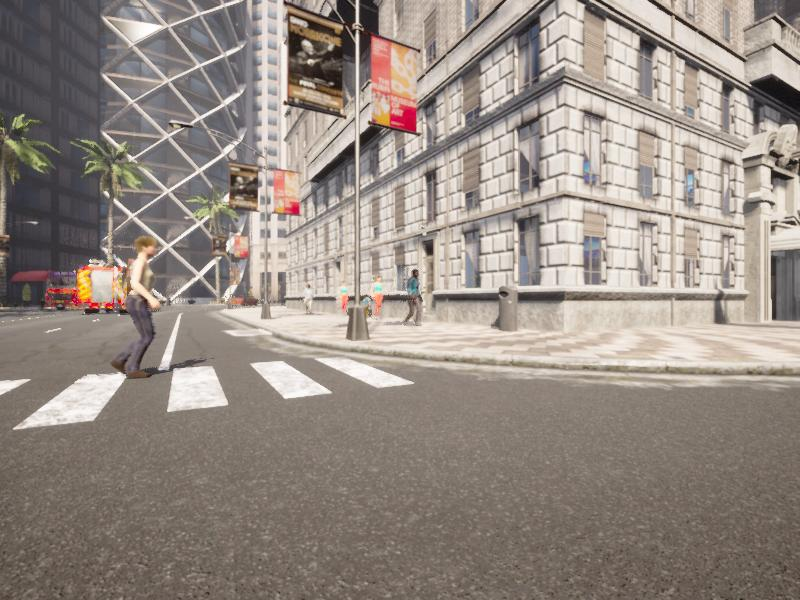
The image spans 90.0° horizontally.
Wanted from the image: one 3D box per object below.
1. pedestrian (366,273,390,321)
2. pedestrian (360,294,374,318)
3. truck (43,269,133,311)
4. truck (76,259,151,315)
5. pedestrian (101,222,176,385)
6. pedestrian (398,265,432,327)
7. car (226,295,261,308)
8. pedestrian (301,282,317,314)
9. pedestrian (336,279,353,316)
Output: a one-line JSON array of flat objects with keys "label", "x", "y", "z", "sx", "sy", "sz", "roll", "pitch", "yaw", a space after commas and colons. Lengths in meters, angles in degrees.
[{"label": "pedestrian", "x": -0.886, "y": -0.115, "z": 16.130, "sx": 0.751, "sy": 1.860, "sz": 0.751, "roll": 0, "pitch": 0, "yaw": -26}, {"label": "pedestrian", "x": -1.564, "y": 0.265, "z": 18.924, "sx": 0.500, "sy": 1.100, "sz": 0.500, "roll": 0, "pitch": 0, "yaw": -28}, {"label": "truck", "x": -31.349, "y": -0.918, "z": 40.790, "sx": 2.891, "sy": 3.827, "sz": 8.468, "roll": 0, "pitch": 0, "yaw": -4}, {"label": "truck", "x": -22.389, "y": -0.919, "z": 31.811, "sx": 2.891, "sy": 3.827, "sz": 8.468, "roll": 0, "pitch": 0, "yaw": -22}, {"label": "pedestrian", "x": -3.281, "y": 0.038, "z": 5.085, "sx": 0.751, "sy": 1.860, "sz": 0.751, "roll": 0, "pitch": 0, "yaw": -30}, {"label": "pedestrian", "x": 0.453, "y": -0.115, "z": 12.422, "sx": 0.751, "sy": 1.860, "sz": 0.751, "roll": 0, "pitch": 0, "yaw": -37}, {"label": "car", "x": -20.488, "y": 0.184, "z": 52.633, "sx": 2.152, "sy": 1.651, "sz": 5.027, "roll": 0, "pitch": 0, "yaw": 9}, {"label": "pedestrian", "x": -5.432, "y": -0.114, "z": 23.869, "sx": 0.751, "sy": 1.860, "sz": 0.751, "roll": 0, "pitch": 0, "yaw": -28}, {"label": "pedestrian", "x": -2.863, "y": -0.114, "z": 20.469, "sx": 0.751, "sy": 1.860, "sz": 0.751, "roll": 0, "pitch": 0, "yaw": -17}]
